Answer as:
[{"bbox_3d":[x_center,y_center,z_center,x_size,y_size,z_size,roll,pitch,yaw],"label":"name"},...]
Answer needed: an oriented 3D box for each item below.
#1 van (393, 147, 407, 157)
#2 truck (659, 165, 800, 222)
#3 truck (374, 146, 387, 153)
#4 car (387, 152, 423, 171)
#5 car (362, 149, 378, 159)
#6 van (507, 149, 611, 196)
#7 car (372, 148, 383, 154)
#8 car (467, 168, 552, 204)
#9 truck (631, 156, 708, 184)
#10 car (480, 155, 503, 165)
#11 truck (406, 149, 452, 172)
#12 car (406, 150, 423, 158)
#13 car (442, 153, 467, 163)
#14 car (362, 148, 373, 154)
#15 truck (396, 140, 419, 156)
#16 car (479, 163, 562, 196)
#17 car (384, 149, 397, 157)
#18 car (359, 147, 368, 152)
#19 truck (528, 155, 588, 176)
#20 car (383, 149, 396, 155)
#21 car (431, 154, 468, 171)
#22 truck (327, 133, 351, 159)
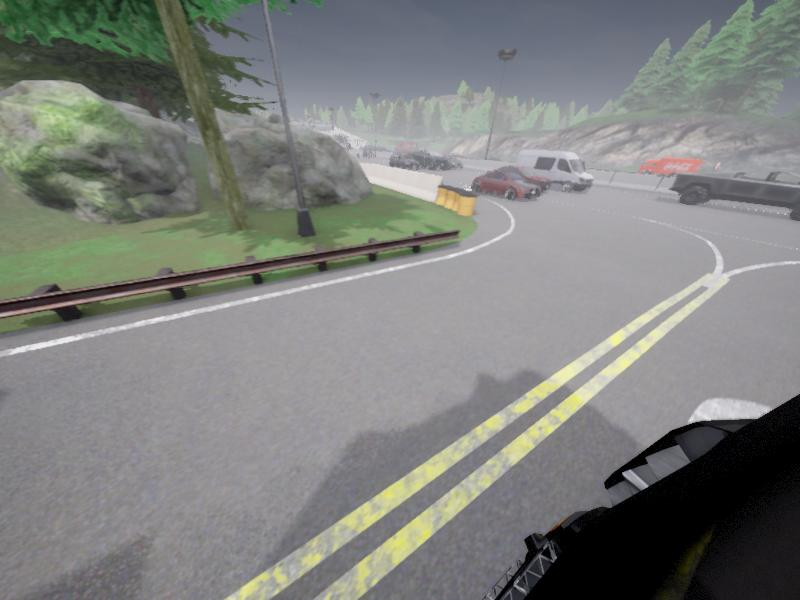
[{"bbox_3d":[-0.127,-40.536,63.295,1.775,1.987,4.442,-16,38,-26],"label":"van"},{"bbox_3d":[19.690,-6.075,12.889,2.390,2.098,6.274,-16,38,-26],"label":"truck"},{"bbox_3d":[-7.235,-55.122,84.573,2.390,2.098,6.274,-16,38,-26],"label":"truck"},{"bbox_3d":[0.516,-16.881,28.144,2.242,1.667,4.611,-17,38,-26],"label":"car"},{"bbox_3d":[-6.526,-31.269,49.412,1.816,1.474,4.193,-16,38,-26],"label":"car"},{"bbox_3d":[11.848,-10.066,17.929,1.988,2.561,5.915,-16,38,-26],"label":"van"},{"bbox_3d":[-7.188,-47.225,73.198,1.851,1.617,3.988,-16,38,-26],"label":"car"},{"bbox_3d":[6.481,-7.123,14.196,1.994,1.385,4.181,-16,38,-26],"label":"car"},{"bbox_3d":[33.042,-16.160,28.614,2.627,2.467,5.204,-17,38,-26],"label":"truck"},{"bbox_3d":[19.039,-29.327,48.279,1.816,1.474,4.193,-16,38,-26],"label":"car"},{"bbox_3d":[3.522,-17.963,29.591,2.390,2.098,6.274,-16,38,-26],"label":"truck"},{"bbox_3d":[3.930,-40.256,63.482,2.033,1.649,4.856,-16,38,-26],"label":"car"},{"bbox_3d":[11.194,-29.347,47.707,1.882,1.535,5.008,-16,38,-26],"label":"car"},{"bbox_3d":[-10.019,-46.107,71.424,1.816,1.474,4.193,-16,38,-26],"label":"car"},{"bbox_3d":[2.155,-46.756,71.127,2.891,3.827,8.468,-16,38,-26],"label":"truck"},{"bbox_3d":[8.567,-9.006,17.013,1.882,1.535,5.008,-16,38,-26],"label":"car"},{"bbox_3d":[-2.488,-38.792,60.976,1.970,1.475,3.806,-16,38,-26],"label":"car"},{"bbox_3d":[-13.996,-57.613,88.379,1.837,1.490,4.892,-16,38,-26],"label":"car"},{"bbox_3d":[22.062,-19.126,32.623,2.390,2.098,6.274,-17,38,-27],"label":"truck"},{"bbox_3d":[-3.377,-47.255,73.679,2.033,1.411,5.357,-16,38,-26],"label":"car"},{"bbox_3d":[6.525,-18.679,31.260,2.242,1.667,4.611,-16,38,-26],"label":"car"},{"bbox_3d":[-12.226,-30.720,46.072,2.891,3.827,8.468,-11,36,-19],"label":"truck"}]
